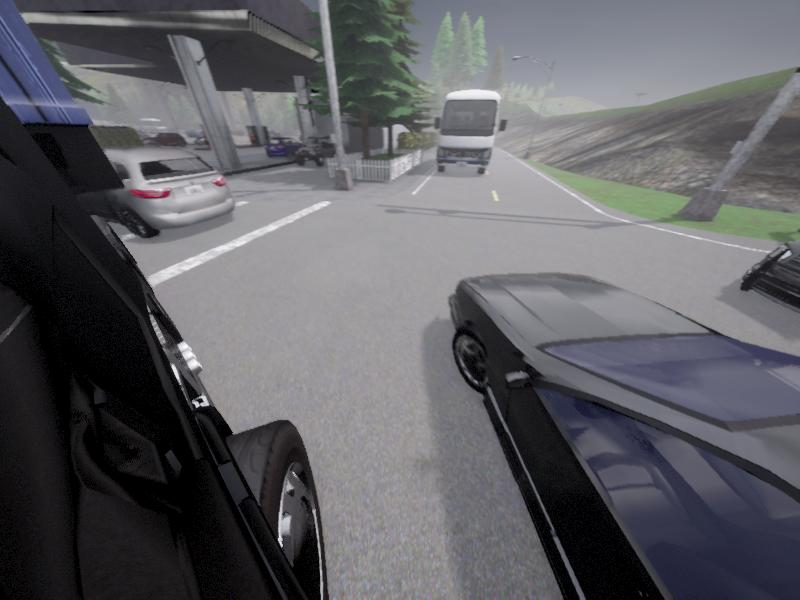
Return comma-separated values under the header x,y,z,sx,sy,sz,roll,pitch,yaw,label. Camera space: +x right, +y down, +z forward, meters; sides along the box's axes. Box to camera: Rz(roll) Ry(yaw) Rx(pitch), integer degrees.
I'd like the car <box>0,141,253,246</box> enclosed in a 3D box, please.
x,y,z,sx,sy,sz,roll,pitch,yaw,label
-6.779,-2.906,5.853,4.611,1.667,2.242,12,38,14,car

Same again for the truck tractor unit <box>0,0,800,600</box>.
x,y,z,sx,sy,sz,roll,pitch,yaw,label
-2.645,-0.295,0.351,6.516,4.208,3.053,28,44,30,truck tractor unit

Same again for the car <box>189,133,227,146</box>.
x,y,z,sx,sy,sz,roll,pitch,yaw,label
-28.397,-23.884,34.385,1.970,1.475,3.806,9,37,11,car

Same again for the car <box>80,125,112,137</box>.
x,y,z,sx,sy,sz,roll,pitch,yaw,label
-63.678,-35.384,48.432,3.866,1.878,1.905,9,37,10,car

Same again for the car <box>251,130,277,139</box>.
x,y,z,sx,sy,sz,roll,pitch,yaw,label
-34.255,-41.754,58.288,5.027,1.636,2.152,9,37,10,car

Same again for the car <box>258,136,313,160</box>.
x,y,z,sx,sy,sz,roll,pitch,yaw,label
-10.819,-14.744,22.324,2.242,1.667,4.611,9,37,10,car

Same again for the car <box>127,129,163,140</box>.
x,y,z,sx,sy,sz,roll,pitch,yaw,label
-46.930,-30.466,42.528,4.514,1.523,2.007,9,37,10,car

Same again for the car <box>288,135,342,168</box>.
x,y,z,sx,sy,sz,roll,pitch,yaw,label
-6.346,-11.538,17.785,1.905,1.878,3.866,9,37,10,car

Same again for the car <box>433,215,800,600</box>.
x,y,z,sx,sy,sz,roll,pitch,yaw,label
1.737,1.222,0.807,2.033,1.411,5.357,-2,36,-5,car

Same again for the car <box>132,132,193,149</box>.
x,y,z,sx,sy,sz,roll,pitch,yaw,label
-29.931,-20.335,29.381,2.033,1.649,4.856,9,37,11,car

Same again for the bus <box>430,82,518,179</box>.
x,y,z,sx,sy,sz,roll,pitch,yaw,label
5.124,-12.237,17.014,3.944,4.253,10.273,9,37,11,bus

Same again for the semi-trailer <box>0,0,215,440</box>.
x,y,z,sx,sy,sz,roll,pitch,yaw,label
-9.854,-2.303,2.635,14.254,4.402,2.717,11,37,13,semi-trailer

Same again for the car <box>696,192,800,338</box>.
x,y,z,sx,sy,sz,roll,pitch,yaw,label
7.949,-0.273,2.847,4.974,1.542,2.038,3,36,6,car

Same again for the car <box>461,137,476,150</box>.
x,y,z,sx,sy,sz,roll,pitch,yaw,label
11.036,-25.132,37.043,2.007,1.525,4.514,9,37,11,car
